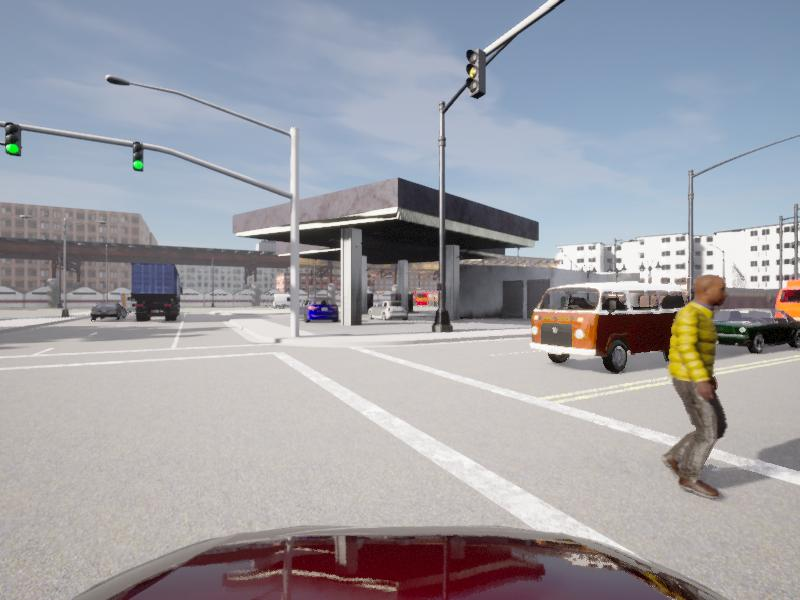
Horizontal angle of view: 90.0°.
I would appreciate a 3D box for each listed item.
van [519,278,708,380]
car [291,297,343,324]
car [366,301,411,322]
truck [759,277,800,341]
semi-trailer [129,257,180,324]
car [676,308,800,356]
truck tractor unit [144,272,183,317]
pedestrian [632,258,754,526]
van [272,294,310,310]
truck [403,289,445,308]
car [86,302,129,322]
[{"bbox_3d":[5.362,0.571,9.980,4.480,2.038,2.069,0,0,-29],"label":"van"},{"bbox_3d":[-5.707,0.638,26.983,2.242,1.667,4.611,0,0,-27],"label":"car"},{"bbox_3d":[-0.973,0.799,30.327,1.970,1.475,3.806,0,0,-27],"label":"car"},{"bbox_3d":[17.876,0.357,16.753,5.204,2.467,2.627,0,0,-28],"label":"truck"},{"bbox_3d":[-20.050,-0.618,33.428,2.717,4.402,14.254,0,0,-28],"label":"semi-trailer"},{"bbox_3d":[11.463,0.944,13.256,4.718,1.301,1.895,0,0,-29],"label":"car"},{"bbox_3d":[-23.728,-0.516,40.434,3.053,4.208,6.516,0,0,-28],"label":"truck tractor unit"},{"bbox_3d":[2.422,0.637,3.301,0.751,1.860,0.751,0,0,41],"label":"pedestrian"},{"bbox_3d":[-18.500,0.322,68.167,5.915,2.561,1.988,0,0,-27],"label":"van"},{"bbox_3d":[5.037,-0.321,85.388,8.468,3.827,2.891,0,0,-6],"label":"truck"},{"bbox_3d":[-23.344,0.894,32.177,2.033,1.411,5.357,0,0,-28],"label":"car"}]
